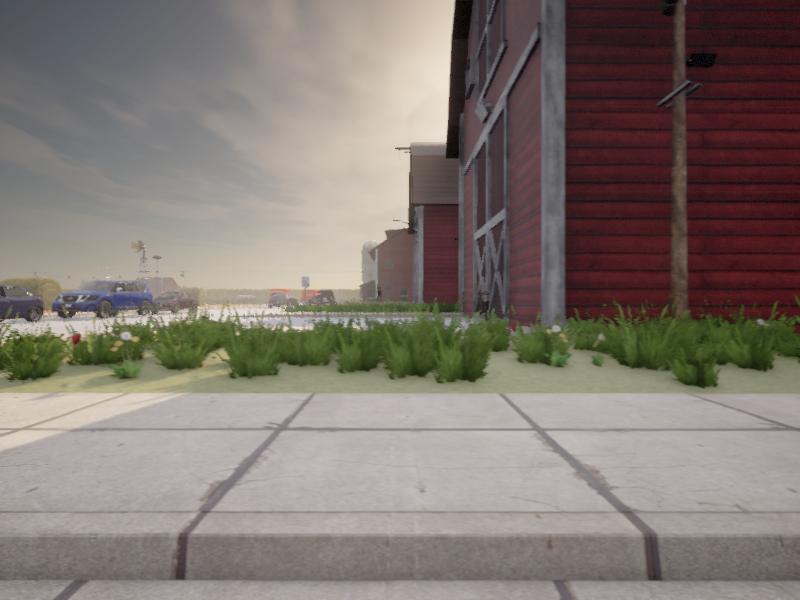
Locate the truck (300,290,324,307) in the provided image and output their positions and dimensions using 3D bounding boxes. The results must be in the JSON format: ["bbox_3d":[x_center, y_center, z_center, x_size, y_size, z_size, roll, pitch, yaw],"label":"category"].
[{"bbox_3d":[-13.274,-0.281,60.615,2.627,2.467,5.204,0,0,-1],"label":"truck"}]

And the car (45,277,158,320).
[{"bbox_3d":[-16.051,-0.073,22.071,2.150,2.045,5.566,0,0,-1],"label":"car"}]

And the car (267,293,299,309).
[{"bbox_3d":[-12.992,0.118,44.791,2.152,1.651,5.027,0,-1,-1],"label":"car"}]

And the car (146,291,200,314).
[{"bbox_3d":[-16.181,0.174,28.702,1.789,1.549,3.705,0,0,-1],"label":"car"}]

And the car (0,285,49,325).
[{"bbox_3d":[-15.935,0.182,15.294,1.845,1.501,3.633,0,0,-1],"label":"car"}]

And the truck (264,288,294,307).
[{"bbox_3d":[-16.673,-0.281,55.278,2.627,2.467,5.204,0,0,-1],"label":"truck"}]

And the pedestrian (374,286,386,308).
[{"bbox_3d":[-1.717,-0.289,34.275,0.751,1.860,0.751,0,0,-21],"label":"pedestrian"}]

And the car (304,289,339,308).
[{"bbox_3d":[-8.814,-0.146,44.781,1.905,1.878,3.866,-8,4,-43],"label":"car"}]
